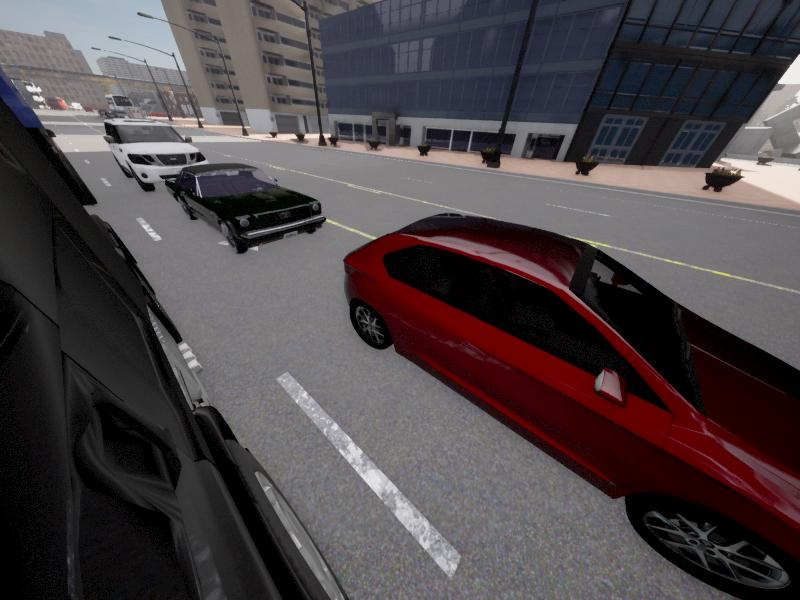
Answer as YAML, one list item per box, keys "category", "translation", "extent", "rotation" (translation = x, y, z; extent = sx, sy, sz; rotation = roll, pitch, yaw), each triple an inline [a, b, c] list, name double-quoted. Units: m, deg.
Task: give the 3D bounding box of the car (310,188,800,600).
- category: "car"
  translation: [1.278, 0.188, 2.243]
  extent: [4.193, 1.474, 1.816]
  rotation: [28, 44, 30]

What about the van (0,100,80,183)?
- category: "van"
  translation: [-16.570, -6.880, 9.793]
  extent: [6.366, 2.431, 2.351]
  rotation: [28, 44, 30]

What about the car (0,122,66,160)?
- category: "car"
  translation: [-22.275, -9.523, 13.726]
  extent: [4.902, 1.511, 2.128]
  rotation: [28, 44, 30]

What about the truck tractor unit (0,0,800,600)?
- category: "truck tractor unit"
  translation: [-2.645, -0.295, 0.351]
  extent: [6.516, 4.208, 3.053]
  rotation: [28, 44, 30]

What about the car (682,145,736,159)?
- category: "car"
  translation: [50.952, -24.548, 38.251]
  extent: [2.038, 1.542, 4.974]
  rotation: [-7, 38, -13]

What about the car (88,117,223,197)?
- category: "car"
  translation: [-9.754, -5.873, 9.176]
  extent: [5.566, 2.045, 2.150]
  rotation: [28, 44, 30]

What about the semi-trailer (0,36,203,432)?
- category: "semi-trailer"
  translation: [-8.755, -3.565, 4.172]
  extent: [14.254, 4.402, 2.717]
  rotation: [27, 43, 29]

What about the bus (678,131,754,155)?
- category: "bus"
  translation: [79.054, -39.702, 58.169]
  extent: [10.273, 4.253, 3.944]
  rotation: [9, 38, 7]

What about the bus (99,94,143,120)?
- category: "bus"
  translation: [-66.088, -45.761, 54.701]
  extent: [10.273, 4.253, 3.944]
  rotation: [29, 44, 29]

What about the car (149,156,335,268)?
- category: "car"
  translation: [-3.915, -2.477, 5.626]
  extent: [4.718, 1.301, 1.895]
  rotation: [28, 44, 30]

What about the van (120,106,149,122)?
- category: "van"
  translation: [-57.659, -40.371, 50.139]
  extent: [6.366, 2.431, 2.351]
  rotation: [29, 44, 28]
